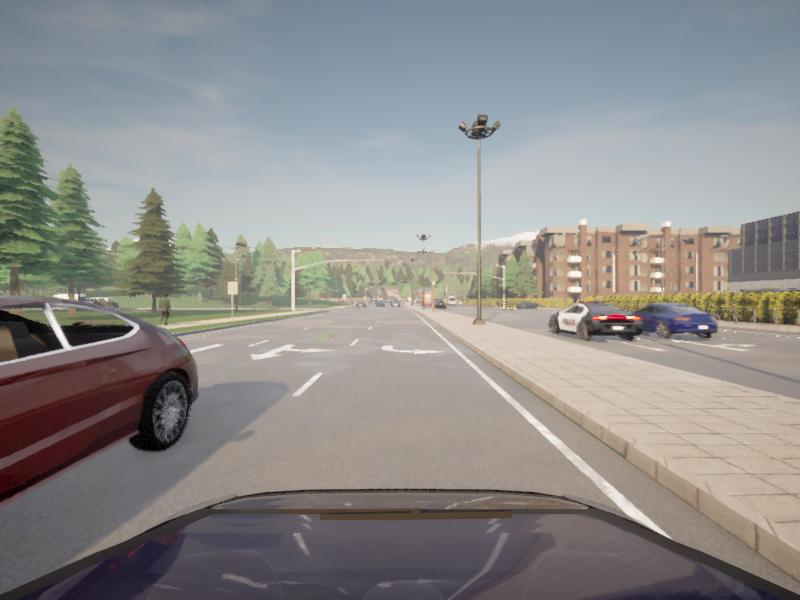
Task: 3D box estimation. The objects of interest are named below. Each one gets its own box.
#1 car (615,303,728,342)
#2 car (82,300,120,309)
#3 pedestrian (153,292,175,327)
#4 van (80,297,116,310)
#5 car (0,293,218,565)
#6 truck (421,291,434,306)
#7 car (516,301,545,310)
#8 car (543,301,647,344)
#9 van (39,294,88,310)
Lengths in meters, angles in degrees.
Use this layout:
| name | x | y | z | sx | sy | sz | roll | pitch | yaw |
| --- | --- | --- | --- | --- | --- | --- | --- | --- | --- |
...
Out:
| name | x | y | z | sx | sy | sz | roll | pitch | yaw |
| --- | --- | --- | --- | --- | --- | --- | --- | --- | --- |
| car | 11.550 | 0.875 | 17.524 | 1.812 | 1.442 | 4.674 | 0 | 0 | 0 |
| car | -51.665 | 0.791 | 69.171 | 5.238 | 1.638 | 1.930 | 0 | 0 | 1 |
| pedestrian | -12.845 | 0.491 | 21.816 | 0.751 | 1.860 | 0.751 | 0 | 0 | 2 |
| van | -49.507 | 0.593 | 65.637 | 4.480 | 2.038 | 2.069 | 0 | 0 | 1 |
| car | -3.498 | 0.781 | 2.805 | 2.152 | 1.651 | 5.027 | 0 | 0 | 0 |
| truck | 7.090 | -0.292 | 103.946 | 2.891 | 3.827 | 8.468 | 0 | 0 | 0 |
| car | 21.941 | 0.929 | 67.407 | 4.181 | 1.385 | 1.994 | 0 | 0 | -5 |
| car | 8.049 | 0.832 | 17.161 | 2.038 | 1.542 | 4.974 | 0 | 0 | 0 |
| van | -52.268 | 0.318 | 62.183 | 5.915 | 2.561 | 1.988 | 0 | 0 | 1 |
